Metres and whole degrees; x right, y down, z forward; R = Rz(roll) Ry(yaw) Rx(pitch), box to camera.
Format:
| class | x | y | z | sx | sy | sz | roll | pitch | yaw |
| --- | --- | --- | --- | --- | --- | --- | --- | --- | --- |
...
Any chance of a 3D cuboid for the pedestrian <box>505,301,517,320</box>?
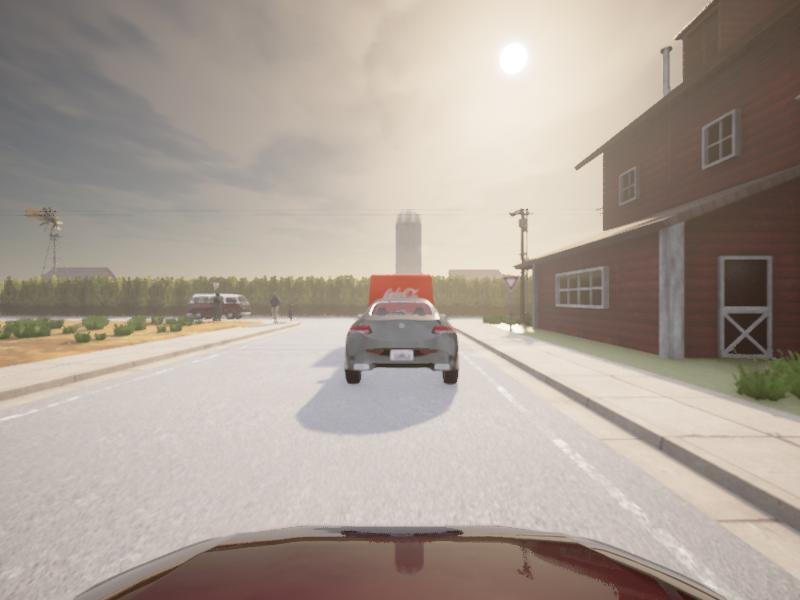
| class | x | y | z | sx | sy | sz | roll | pitch | yaw |
| --- | --- | --- | --- | --- | --- | --- | --- | --- | --- |
| pedestrian | 7.750 | 0.736 | 28.011 | 0.751 | 1.300 | 0.751 | 0 | 0 | 12 |

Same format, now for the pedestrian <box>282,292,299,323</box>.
| class | x | y | z | sx | sy | sz | roll | pitch | yaw |
| --- | --- | --- | --- | --- | --- | --- | --- | --- | --- |
| pedestrian | -6.627 | 0.437 | 24.226 | 0.751 | 1.860 | 0.751 | 0 | 0 | 2 |

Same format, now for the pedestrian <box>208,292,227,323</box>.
| class | x | y | z | sx | sy | sz | roll | pitch | yaw |
| --- | --- | --- | --- | --- | --- | --- | --- | --- | --- |
| pedestrian | -10.968 | 0.437 | 24.064 | 0.751 | 1.860 | 0.751 | 0 | 0 | 39 |

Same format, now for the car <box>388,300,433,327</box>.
| class | x | y | z | sx | sy | sz | roll | pitch | yaw |
| --- | --- | --- | --- | --- | --- | --- | --- | --- | --- |
| car | 0.785 | 0.780 | 25.725 | 2.038 | 1.542 | 4.974 | 0 | 0 | 12 |

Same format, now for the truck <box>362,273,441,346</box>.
| class | x | y | z | sx | sy | sz | roll | pitch | yaw |
| --- | --- | --- | --- | --- | --- | --- | --- | --- | --- |
| truck | 0.071 | 0.322 | 16.001 | 2.627 | 2.467 | 5.204 | 0 | 0 | 1 |

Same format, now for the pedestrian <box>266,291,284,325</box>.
| class | x | y | z | sx | sy | sz | roll | pitch | yaw |
| --- | --- | --- | --- | --- | --- | --- | --- | --- | --- |
| pedestrian | -6.990 | 0.440 | 22.398 | 0.751 | 1.860 | 0.751 | 0 | 0 | 4 |

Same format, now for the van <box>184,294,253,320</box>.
| class | x | y | z | sx | sy | sz | roll | pitch | yaw |
| --- | --- | --- | --- | --- | --- | --- | --- | --- | --- |
| van | -14.190 | 0.535 | 31.523 | 4.480 | 2.038 | 2.069 | 0 | 0 | 1 |

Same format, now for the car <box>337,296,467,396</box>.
| class | x | y | z | sx | sy | sz | roll | pitch | yaw |
| --- | --- | --- | --- | --- | --- | --- | --- | --- | --- |
| car | 0.043 | 0.762 | 9.131 | 2.152 | 1.651 | 5.027 | 0 | 0 | 0 |
